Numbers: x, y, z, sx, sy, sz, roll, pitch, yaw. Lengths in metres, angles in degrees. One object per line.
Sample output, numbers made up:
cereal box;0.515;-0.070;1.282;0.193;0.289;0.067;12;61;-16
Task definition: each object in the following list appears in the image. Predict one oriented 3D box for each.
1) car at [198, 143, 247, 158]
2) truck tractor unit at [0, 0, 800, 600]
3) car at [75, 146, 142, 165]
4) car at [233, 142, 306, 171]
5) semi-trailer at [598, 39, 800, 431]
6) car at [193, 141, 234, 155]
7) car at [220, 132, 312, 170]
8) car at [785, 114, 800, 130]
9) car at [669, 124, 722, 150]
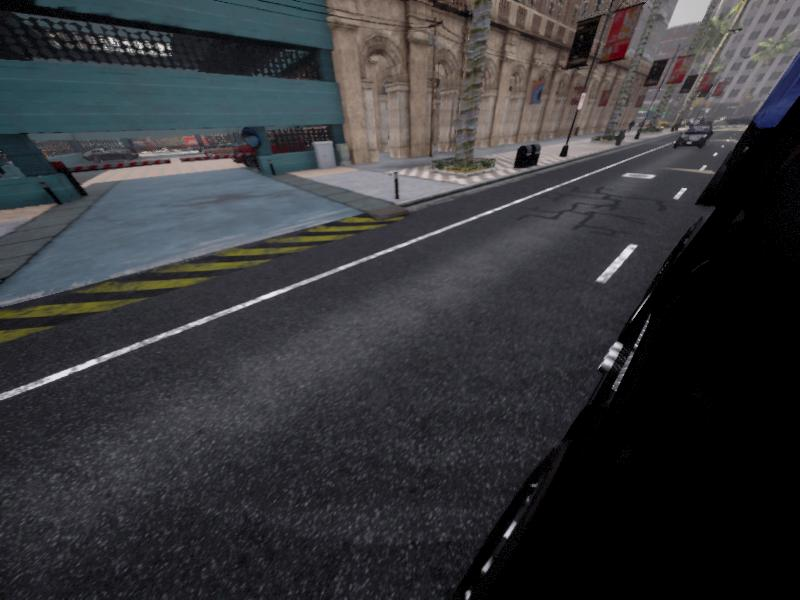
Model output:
car;-22.905;-19.353;29.872;4.718;1.301;1.895;-28;43;-30
truck tractor unit;2.645;-0.295;0.351;6.516;4.208;3.053;-28;44;-30
car;-36.271;-18.164;28.972;4.902;1.511;2.128;-28;43;-30
car;-10.361;-11.653;18.631;4.514;1.523;2.007;-28;43;-30
semi-trailer;8.692;-3.599;4.250;14.254;4.402;2.717;-28;43;-30
car;-30.027;-24.639;37.361;4.786;1.482;2.161;-28;43;-30
car;-10.421;-11.944;18.369;5.566;2.045;2.435;-28;43;-30
car;56.406;-24.886;32.221;4.856;1.649;2.033;-28;43;-29
car;23.662;-13.093;18.508;3.633;1.501;1.845;-28;43;-30
